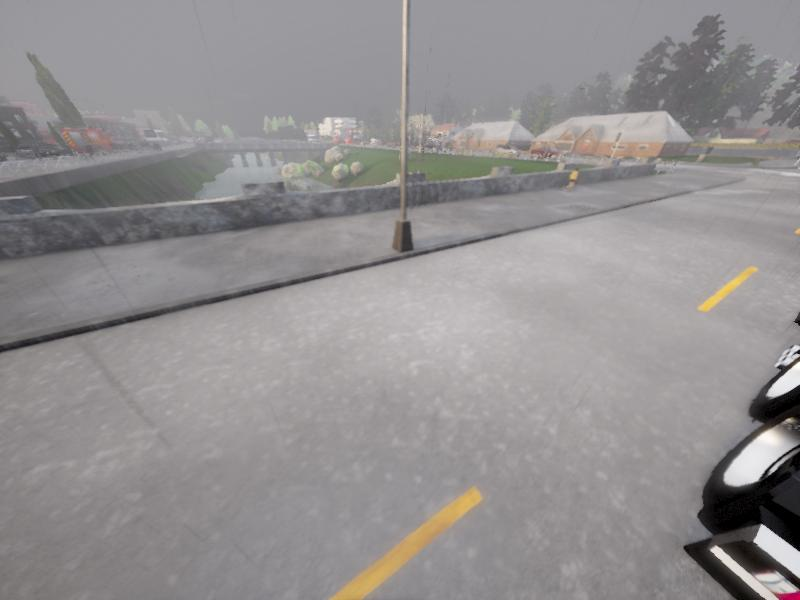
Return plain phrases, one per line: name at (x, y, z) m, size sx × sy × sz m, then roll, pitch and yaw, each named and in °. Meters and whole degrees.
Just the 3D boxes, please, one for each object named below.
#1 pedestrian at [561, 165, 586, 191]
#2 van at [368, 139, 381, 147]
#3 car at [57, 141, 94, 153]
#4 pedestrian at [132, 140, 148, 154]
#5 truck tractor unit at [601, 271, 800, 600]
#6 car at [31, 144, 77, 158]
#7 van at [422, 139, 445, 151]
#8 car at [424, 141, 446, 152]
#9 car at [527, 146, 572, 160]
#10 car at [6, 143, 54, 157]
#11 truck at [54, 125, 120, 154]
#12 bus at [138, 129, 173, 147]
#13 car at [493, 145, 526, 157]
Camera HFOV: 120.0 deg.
pedestrian at (9.001, -6.346, 12.016) m, size 0.500 × 1.100 × 0.500 m, roll -18°, pitch 39°, yaw -24°
van at (-9.586, -59.414, 87.127) m, size 2.351 × 2.431 × 6.366 m, roll -17°, pitch 39°, yaw -23°
car at (-58.921, -27.920, 42.121) m, size 1.930 × 1.638 × 5.238 m, roll -17°, pitch 39°, yaw -23°
pedestrian at (-40.877, -24.079, 36.359) m, size 0.751 × 1.860 × 0.751 m, roll -11°, pitch 37°, yaw -16°
truck tractor unit at (5.123, -0.288, 0.764) m, size 6.516 × 4.208 × 3.053 m, roll -18°, pitch 39°, yaw -24°
car at (-47.382, -20.536, 31.768) m, size 1.816 × 1.474 × 4.193 m, roll -17°, pitch 39°, yaw -23°
van at (8.594, -40.388, 59.976) m, size 2.351 × 2.431 × 6.366 m, roll -17°, pitch 39°, yaw -23°
car at (8.037, -36.063, 54.092) m, size 2.150 × 2.045 × 5.566 m, roll -17°, pitch 38°, yaw -23°
car at (21.725, -21.562, 33.834) m, size 1.882 × 1.535 × 5.008 m, roll -17°, pitch 38°, yaw -23°
car at (-52.887, -21.563, 33.144) m, size 1.851 × 1.617 × 3.988 m, roll -17°, pitch 39°, yaw -23°
truck at (-53.116, -27.513, 39.673) m, size 2.891 × 3.827 × 8.468 m, roll -17°, pitch 39°, yaw -23°
bus at (-73.555, -48.907, 69.839) m, size 3.944 × 4.253 × 10.273 m, roll -17°, pitch 39°, yaw -23°
car at (18.312, -25.093, 38.884) m, size 2.007 × 1.525 × 4.514 m, roll -17°, pitch 39°, yaw -23°
